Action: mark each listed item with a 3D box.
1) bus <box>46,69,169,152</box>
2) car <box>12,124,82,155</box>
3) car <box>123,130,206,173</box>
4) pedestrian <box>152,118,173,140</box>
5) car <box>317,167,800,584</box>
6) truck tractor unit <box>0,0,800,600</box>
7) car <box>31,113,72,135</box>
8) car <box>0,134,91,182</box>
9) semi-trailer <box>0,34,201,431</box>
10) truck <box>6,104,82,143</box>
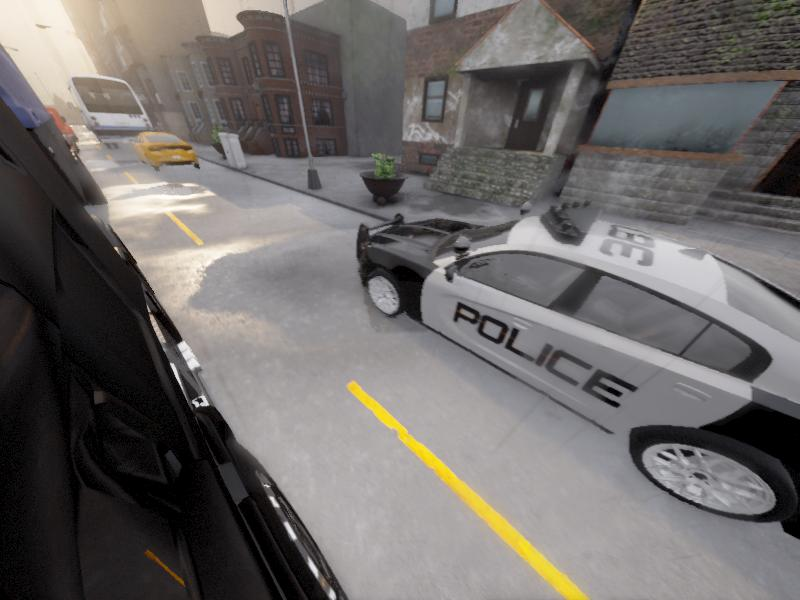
[{"bbox_3d":[-23.956,-15.282,19.064,10.273,4.253,3.944,30,44,31],"label":"bus"},{"bbox_3d":[-23.580,-10.867,15.574,4.181,1.385,1.994,29,44,31],"label":"car"},{"bbox_3d":[-12.573,-7.987,12.276,5.008,1.535,1.882,28,44,31],"label":"car"},{"bbox_3d":[-25.916,-18.638,25.218,0.751,1.860,0.751,-11,39,-17],"label":"pedestrian"},{"bbox_3d":[1.522,-0.209,2.660,5.238,1.638,1.930,29,44,31],"label":"car"},{"bbox_3d":[-2.645,-0.295,0.351,6.516,4.208,3.053,28,44,30],"label":"truck tractor unit"},{"bbox_3d":[-41.478,-20.999,27.577,3.866,1.878,1.905,29,44,31],"label":"car"},{"bbox_3d":[-15.608,-6.388,10.149,4.718,1.301,1.895,29,44,31],"label":"car"},{"bbox_3d":[-8.656,-3.631,4.274,14.254,4.402,2.717,29,44,30],"label":"semi-trailer"},{"bbox_3d":[-31.859,-15.910,20.882,5.204,2.467,2.627,29,44,31],"label":"truck"}]
